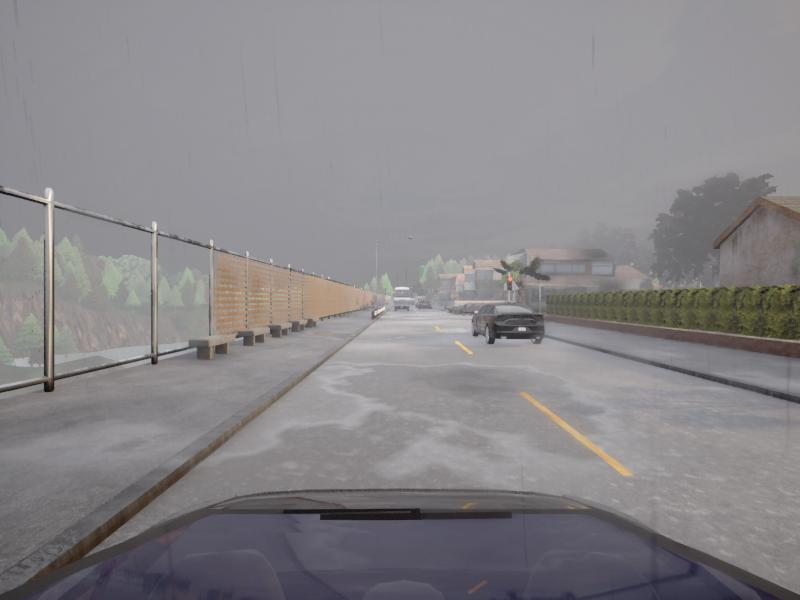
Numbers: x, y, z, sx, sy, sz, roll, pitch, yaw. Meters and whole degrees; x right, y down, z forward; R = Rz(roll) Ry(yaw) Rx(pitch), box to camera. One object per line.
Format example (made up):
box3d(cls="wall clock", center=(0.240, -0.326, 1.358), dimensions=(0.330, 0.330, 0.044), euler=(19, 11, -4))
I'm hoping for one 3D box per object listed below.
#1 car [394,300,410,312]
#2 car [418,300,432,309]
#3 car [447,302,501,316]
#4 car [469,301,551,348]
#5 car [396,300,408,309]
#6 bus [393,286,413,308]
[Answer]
box3d(cls="car", center=(0.314, 0.781, 57.989), dimensions=(2.152, 1.651, 5.027), euler=(0, 0, 2))
box3d(cls="car", center=(4.367, 0.797, 71.460), dimensions=(2.242, 1.667, 4.611), euler=(0, 0, 0))
box3d(cls="car", center=(7.612, 0.895, 41.043), dimensions=(5.357, 1.411, 2.033), euler=(0, 0, 16))
box3d(cls="car", center=(4.085, 0.823, 15.817), dimensions=(1.882, 1.535, 5.008), euler=(0, 0, 0))
box3d(cls="car", center=(0.375, 0.824, 72.797), dimensions=(2.242, 1.667, 4.611), euler=(0, 0, 0))
box3d(cls="bus", center=(0.551, -0.539, 83.810), dimensions=(3.944, 4.253, 10.273), euler=(0, 0, 0))
